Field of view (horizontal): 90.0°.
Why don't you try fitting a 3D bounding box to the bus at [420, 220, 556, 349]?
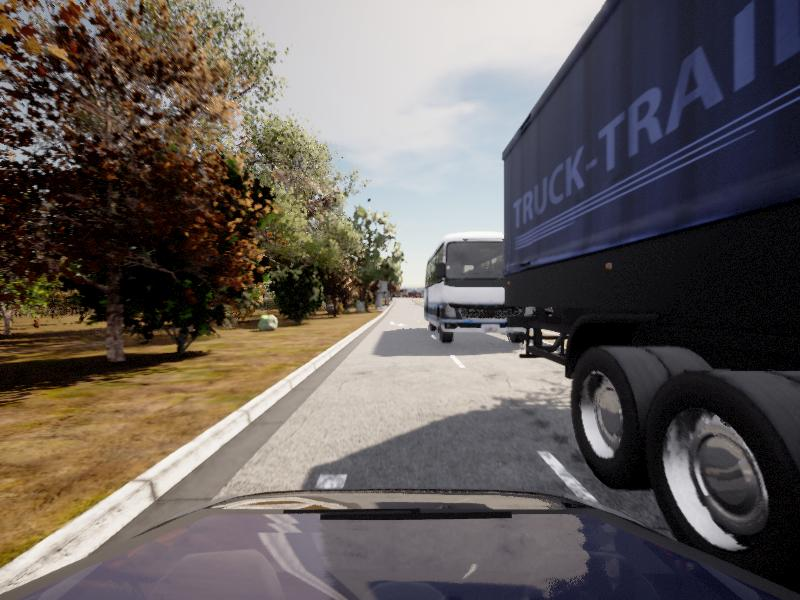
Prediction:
[{"bbox_3d":[3.143,-0.478,18.333,3.944,4.253,10.273,0,0,0],"label":"bus"}]
